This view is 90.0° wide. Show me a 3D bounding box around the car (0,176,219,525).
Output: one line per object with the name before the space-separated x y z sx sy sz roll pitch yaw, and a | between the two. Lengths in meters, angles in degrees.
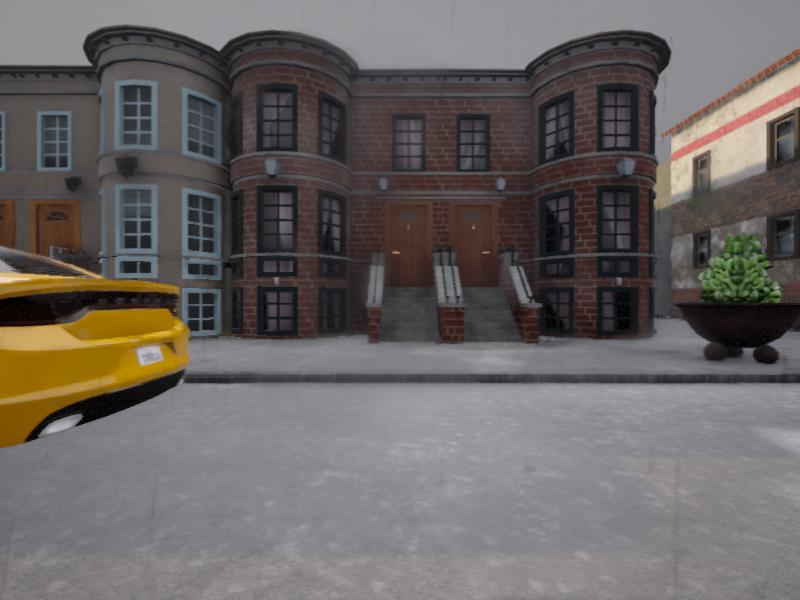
car | -4.151 0.220 2.699 5.008 1.535 1.882 0 0 0
